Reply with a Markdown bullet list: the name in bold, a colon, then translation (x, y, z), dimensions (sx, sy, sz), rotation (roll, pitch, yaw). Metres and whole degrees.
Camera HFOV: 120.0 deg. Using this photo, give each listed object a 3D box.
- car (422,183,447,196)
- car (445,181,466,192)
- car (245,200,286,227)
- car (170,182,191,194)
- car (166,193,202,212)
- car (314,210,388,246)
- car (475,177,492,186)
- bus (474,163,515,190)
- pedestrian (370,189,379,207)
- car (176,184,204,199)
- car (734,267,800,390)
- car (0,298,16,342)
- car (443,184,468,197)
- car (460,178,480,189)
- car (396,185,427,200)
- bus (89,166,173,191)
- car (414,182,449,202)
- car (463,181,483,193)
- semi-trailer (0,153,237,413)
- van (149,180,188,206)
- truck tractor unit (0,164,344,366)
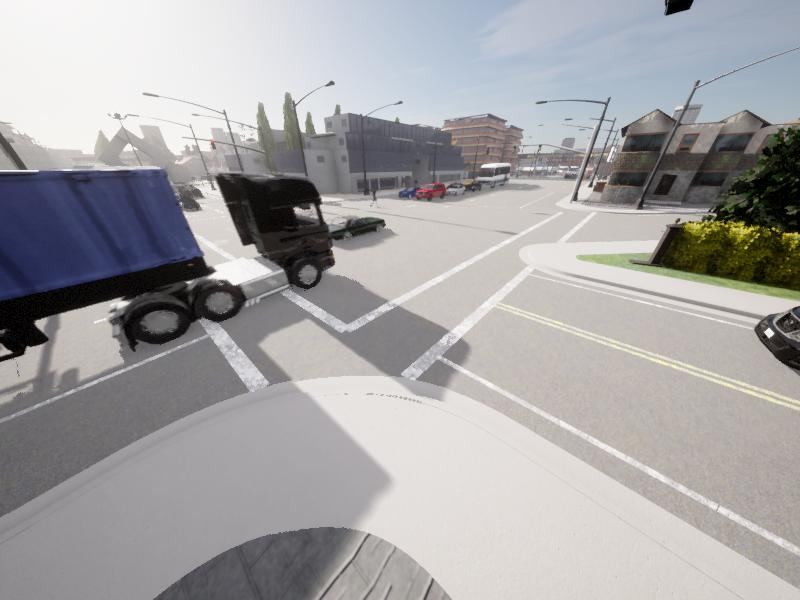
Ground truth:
- **car**: translation (5.948, -18.877, 39.331), dimensions (1.837, 1.490, 4.892), rotation (22, 38, 34)
- **car**: translation (10.656, -21.736, 44.166), dimensions (1.994, 1.385, 4.181), rotation (24, 39, 35)
- **car**: translation (-11.628, -7.522, 19.899), dimensions (1.816, 1.474, 4.193), rotation (-23, 37, -34)
- **car**: translation (-39.723, -20.263, 41.765), dimensions (1.930, 1.638, 5.238), rotation (-26, 39, -37)
- **car**: translation (-24.281, -11.043, 25.962), dimensions (4.193, 1.474, 1.816), rotation (23, 37, 34)
- **car**: translation (-3.146, -5.061, 15.798), dimensions (1.895, 1.301, 4.718), rotation (23, 37, 34)
- **car**: translation (19.038, -27.106, 52.717), dimensions (1.812, 1.442, 4.674), rotation (23, 39, 34)
- **bus**: translation (19.637, -25.762, 47.774), dimensions (3.944, 4.253, 10.273), rotation (23, 39, 34)
- **pedestrian**: translation (-2.980, -11.871, 26.956), dimensions (0.751, 1.860, 0.751), rotation (5, 30, 9)
- **car**: translation (-33.070, -17.135, 36.349), dimensions (5.238, 1.638, 1.930), rotation (23, 37, 34)
- **car**: translation (11.035, 1.388, 3.860), dimensions (5.566, 2.045, 2.150), rotation (23, 37, 34)
- **car**: translation (-13.700, 1.014, 4.702), dimensions (2.150, 2.045, 5.566), rotation (23, 38, 34)
- **car**: translation (9.175, -18.068, 37.952), dimensions (1.812, 1.442, 4.674), rotation (23, 38, 34)
- **car**: translation (14.715, -24.380, 48.283), dimensions (1.882, 1.535, 5.008), rotation (23, 39, 34)
- **car**: translation (1.789, -16.373, 35.030), dimensions (1.882, 1.535, 5.008), rotation (22, 37, 34)
- **bus**: translation (-55.508, -25.636, 48.459), dimensions (10.273, 4.253, 3.944), rotation (-21, 36, -32)
- **car**: translation (4.495, -15.481, 32.969), dimensions (2.150, 2.045, 5.566), rotation (23, 37, 34)
- **car**: translation (13.383, -20.697, 42.256), dimensions (1.816, 1.474, 4.193), rotation (23, 38, 34)
- **semi-trailer**: translation (-10.841, 1.016, 2.321), dimensions (2.717, 4.402, 14.254), rotation (23, 37, 34)
- **van**: translation (-29.986, -13.922, 29.886), dimensions (5.915, 2.561, 1.988), rotation (23, 37, 34)
- **truck tractor unit**: translation (-5.699, -1.959, 7.550), dimensions (3.053, 4.208, 6.516), rotation (24, 38, 35)
